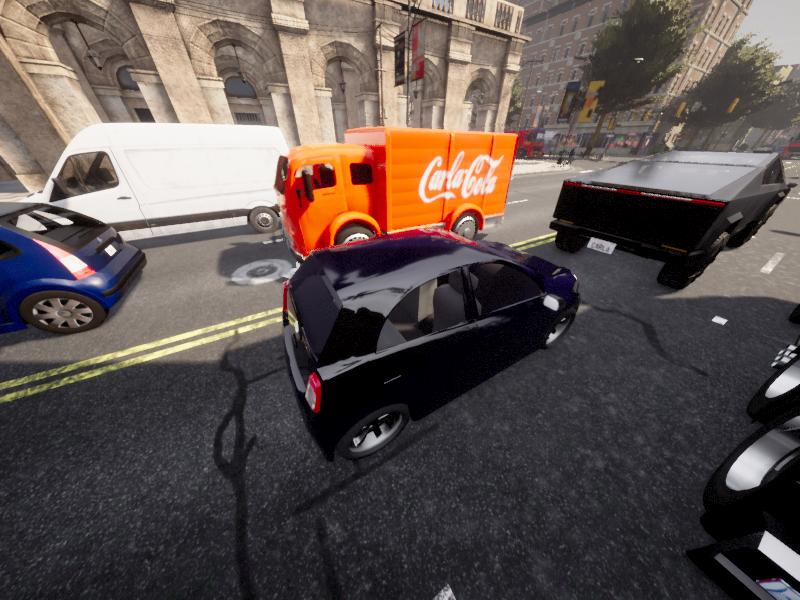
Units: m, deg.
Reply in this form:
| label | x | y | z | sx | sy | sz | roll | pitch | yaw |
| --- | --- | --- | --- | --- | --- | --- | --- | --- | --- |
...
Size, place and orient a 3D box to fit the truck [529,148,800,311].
| label | x | y | z | sx | sy | sz | roll | pitch | yaw |
| --- | --- | --- | --- | --- | --- | --- | --- | --- | --- |
| truck | 6.359 | -2.163 | 5.312 | 6.274 | 2.098 | 2.390 | -18 | 39 | -24 |

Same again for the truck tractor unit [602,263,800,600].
| label | x | y | z | sx | sy | sz | roll | pitch | yaw |
| --- | --- | --- | --- | --- | --- | --- | --- | --- | --- |
| truck tractor unit | 5.107 | -0.305 | 0.785 | 6.516 | 4.208 | 3.053 | -18 | 39 | -24 |

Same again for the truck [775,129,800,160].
| label | x | y | z | sx | sy | sz | roll | pitch | yaw |
| --- | --- | --- | --- | --- | --- | --- | --- | --- | --- |
| truck | 61.409 | -23.414 | 34.719 | 8.468 | 3.827 | 2.891 | -18 | 39 | -25 |

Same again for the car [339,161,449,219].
| label | x | y | z | sx | sy | sz | roll | pitch | yaw |
| --- | --- | --- | --- | --- | --- | --- | --- | --- | --- |
| car | -0.200 | -4.417 | 8.998 | 3.633 | 1.501 | 1.845 | -18 | 39 | -24 |

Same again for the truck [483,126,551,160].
| label | x | y | z | sx | sy | sz | roll | pitch | yaw |
| --- | --- | --- | --- | --- | --- | --- | --- | --- | --- |
| truck | 17.171 | -23.834 | 34.994 | 2.891 | 3.827 | 8.468 | -18 | 39 | -24 |

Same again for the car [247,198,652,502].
| label | x | y | z | sx | sy | sz | roll | pitch | yaw |
| --- | --- | --- | --- | --- | --- | --- | --- | --- | --- |
| car | 0.565 | -0.045 | 2.727 | 3.633 | 1.501 | 1.845 | -18 | 39 | -24 |

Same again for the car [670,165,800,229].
| label | x | y | z | sx | sy | sz | roll | pitch | yaw |
| --- | --- | --- | --- | --- | --- | --- | --- | --- | --- |
| car | 12.255 | -3.857 | 8.333 | 3.806 | 1.475 | 1.970 | -18 | 39 | -25 |

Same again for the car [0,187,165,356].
| label | x | y | z | sx | sy | sz | roll | pitch | yaw |
| --- | --- | --- | --- | --- | --- | --- | --- | --- | --- |
| car | -6.145 | -0.215 | 2.854 | 3.988 | 1.617 | 1.851 | -18 | 39 | -24 |

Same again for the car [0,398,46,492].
| label | x | y | z | sx | sy | sz | roll | pitch | yaw |
| --- | --- | --- | --- | --- | --- | --- | --- | --- | --- |
| car | -4.891 | 1.714 | 0.164 | 4.514 | 1.525 | 2.007 | -18 | 39 | -24 |

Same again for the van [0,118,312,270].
| label | x | y | z | sx | sy | sz | roll | pitch | yaw |
| --- | --- | --- | --- | --- | --- | --- | --- | --- | --- |
| van | -5.825 | -3.006 | 6.048 | 5.915 | 2.561 | 1.988 | -18 | 39 | -24 |

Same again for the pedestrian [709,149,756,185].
| label | x | y | z | sx | sy | sz | roll | pitch | yaw |
| --- | --- | --- | --- | --- | --- | --- | --- | --- | --- |
| pedestrian | 20.272 | -8.120 | 14.134 | 0.751 | 1.860 | 0.751 | -19 | 39 | -25 |

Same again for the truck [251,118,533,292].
| label | x | y | z | sx | sy | sz | roll | pitch | yaw |
| --- | --- | --- | --- | --- | --- | --- | --- | --- | --- |
| truck | -0.086 | -2.522 | 5.471 | 5.204 | 2.467 | 2.627 | -17 | 39 | -25 |
